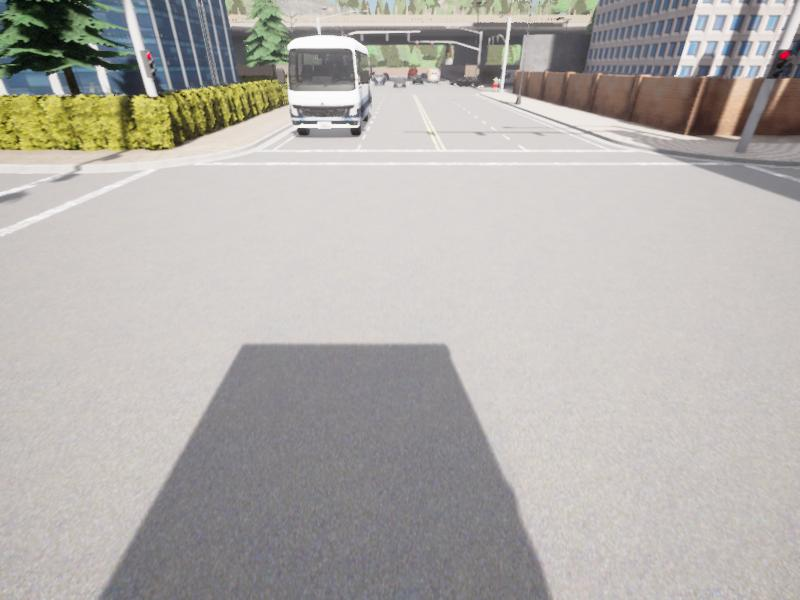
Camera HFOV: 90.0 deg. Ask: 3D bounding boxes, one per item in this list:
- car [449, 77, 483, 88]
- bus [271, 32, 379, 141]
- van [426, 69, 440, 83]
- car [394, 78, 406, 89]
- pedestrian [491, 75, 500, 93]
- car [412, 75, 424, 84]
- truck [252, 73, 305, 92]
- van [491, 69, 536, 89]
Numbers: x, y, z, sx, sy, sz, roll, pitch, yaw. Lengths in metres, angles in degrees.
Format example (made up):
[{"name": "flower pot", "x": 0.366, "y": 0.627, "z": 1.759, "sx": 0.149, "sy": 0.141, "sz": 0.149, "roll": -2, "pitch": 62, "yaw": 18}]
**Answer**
[{"name": "car", "x": 10.601, "y": -34.900, "z": 64.073, "sx": 4.892, "sy": 1.490, "sz": 1.837, "roll": 14, "pitch": 33, "yaw": 22}, {"name": "bus", "x": -3.398, "y": -11.880, "z": 22.098, "sx": 3.944, "sy": 4.253, "sz": 10.273, "roll": 0, "pitch": 30, "yaw": 0}, {"name": "van", "x": 6.948, "y": -47.391, "z": 84.614, "sx": 2.351, "sy": 2.431, "sz": 6.366, "roll": 0, "pitch": 30, "yaw": 0}, {"name": "car", "x": -0.041, "y": -33.730, "z": 62.236, "sx": 1.812, "sy": 1.442, "sz": 4.674, "roll": 0, "pitch": 30, "yaw": 0}, {"name": "pedestrian", "x": 11.805, "y": -26.685, "z": 49.403, "sx": 0.751, "sy": 1.860, "sz": 0.751, "roll": 3, "pitch": 30, "yaw": 4}, {"name": "car", "x": 3.450, "y": -43.225, "z": 78.327, "sx": 2.038, "sy": 1.542, "sz": 4.974, "roll": 0, "pitch": 30, "yaw": 0}, {"name": "truck", "x": -16.326, "y": -29.406, "z": 54.081, "sx": 6.274, "sy": 2.098, "sz": 2.390, "roll": 0, "pitch": 30, "yaw": 0}, {"name": "van", "x": 16.891, "y": -33.117, "z": 59.960, "sx": 5.915, "sy": 2.561, "sz": 1.988, "roll": 0, "pitch": 30, "yaw": 0}]
